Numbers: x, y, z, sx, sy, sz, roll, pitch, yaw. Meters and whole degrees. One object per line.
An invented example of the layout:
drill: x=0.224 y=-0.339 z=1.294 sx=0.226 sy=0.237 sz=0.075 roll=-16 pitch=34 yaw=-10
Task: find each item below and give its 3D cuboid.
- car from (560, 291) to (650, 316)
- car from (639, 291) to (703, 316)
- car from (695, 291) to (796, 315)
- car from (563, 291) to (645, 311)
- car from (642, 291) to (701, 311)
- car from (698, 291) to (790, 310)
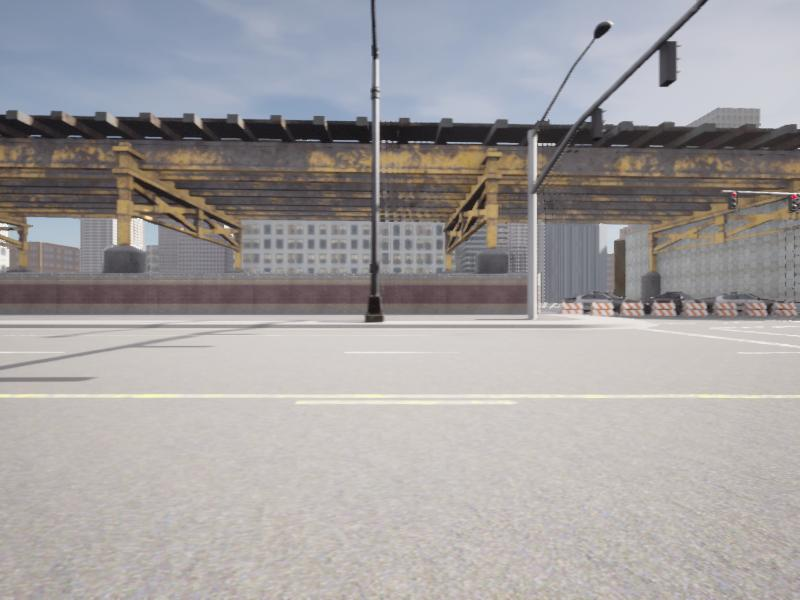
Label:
car: x=13.666 y=0.200 z=26.866 sx=4.974 sy=1.542 sz=2.038 roll=0 pitch=0 yaw=44
car: x=18.274 y=0.202 z=26.876 sx=4.974 sy=1.542 sz=2.038 roll=0 pitch=0 yaw=-36
car: x=23.641 y=0.204 z=27.665 sx=4.974 sy=1.542 sz=2.038 roll=0 pitch=0 yaw=29
car: x=13.628 y=0.043 z=26.902 sx=4.536 sy=1.218 sz=1.853 roll=0 pitch=0 yaw=44
car: x=18.316 y=0.045 z=26.907 sx=4.536 sy=1.218 sz=1.853 roll=0 pitch=0 yaw=-36
car: x=23.595 y=0.046 z=27.690 sx=4.536 sy=1.218 sz=1.853 roll=0 pitch=0 yaw=29
